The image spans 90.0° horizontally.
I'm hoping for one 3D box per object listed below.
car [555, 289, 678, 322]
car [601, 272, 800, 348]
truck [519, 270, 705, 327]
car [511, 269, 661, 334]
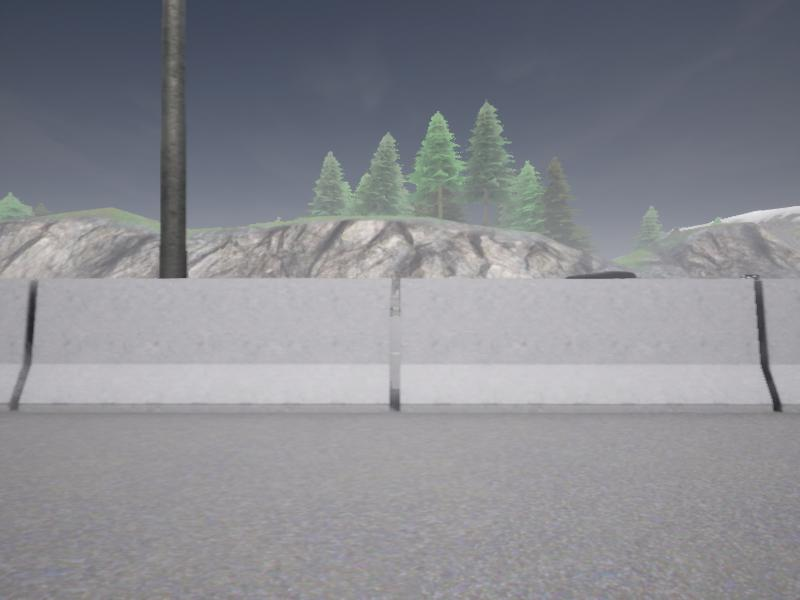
[{"bbox_3d":[10.508,0.241,19.700,4.902,1.511,2.128,0,0,0],"label":"car"},{"bbox_3d":[7.766,0.203,9.199,5.366,1.575,1.801,0,0,0],"label":"car"},{"bbox_3d":[8.305,-0.053,16.199,6.274,2.098,2.390,0,0,0],"label":"truck"},{"bbox_3d":[5.726,0.049,12.702,3.866,1.878,1.905,0,0,0],"label":"car"}]
